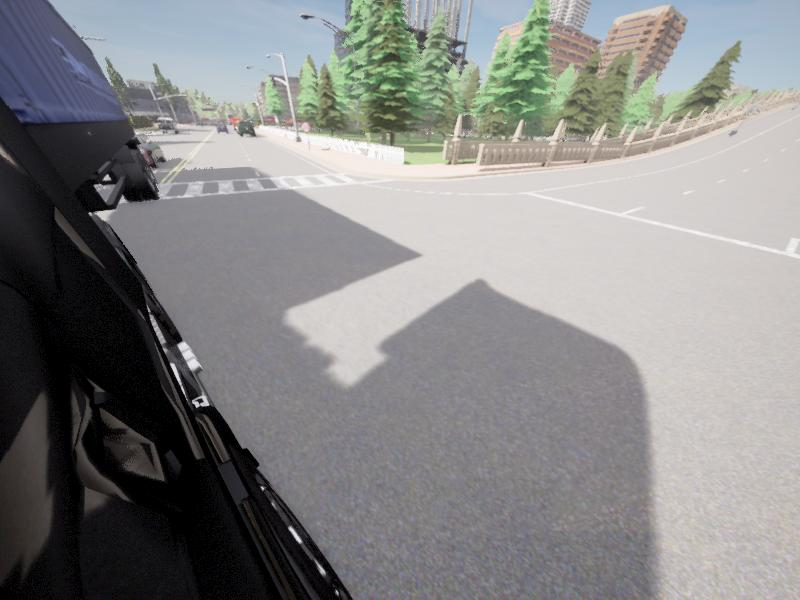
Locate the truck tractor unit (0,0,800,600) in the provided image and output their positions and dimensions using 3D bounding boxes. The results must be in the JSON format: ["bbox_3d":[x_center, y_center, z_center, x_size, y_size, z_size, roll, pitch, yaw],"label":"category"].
[{"bbox_3d":[-2.645,-0.295,0.351,6.516,4.208,3.053,28,44,30],"label":"truck tractor unit"}]

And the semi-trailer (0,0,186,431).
[{"bbox_3d":[-7.981,-4.006,4.832,2.717,4.402,14.254,-26,45,-32],"label":"semi-trailer"}]

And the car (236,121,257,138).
[{"bbox_3d":[-25.118,-27.929,37.718,2.150,2.045,5.566,-18,42,-25],"label":"car"}]

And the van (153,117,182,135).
[{"bbox_3d":[-36.492,-27.391,36.366,2.069,2.038,4.480,-18,42,-25],"label":"van"}]

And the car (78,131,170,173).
[{"bbox_3d":[-13.927,-7.803,12.015,1.970,1.475,3.806,-18,42,-25],"label":"car"}]

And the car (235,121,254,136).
[{"bbox_3d":[-28.845,-31.800,42.664,2.150,2.045,5.566,-18,42,-25],"label":"car"}]
